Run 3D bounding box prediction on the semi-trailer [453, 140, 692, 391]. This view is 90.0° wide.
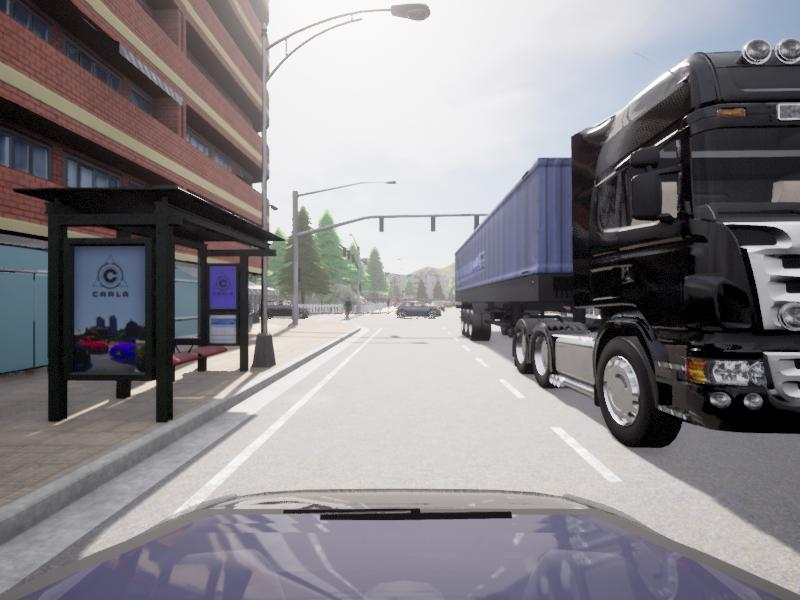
[{"bbox_3d":[3.960,-0.618,14.165,2.717,4.402,14.254,0,0,2],"label":"semi-trailer"}]

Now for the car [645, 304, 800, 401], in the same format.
[{"bbox_3d":[7.280,0.845,8.035,1.837,1.490,4.892,0,0,2],"label":"car"}]

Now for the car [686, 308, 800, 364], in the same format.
[{"bbox_3d":[10.890,0.944,11.627,1.895,1.301,4.718,0,0,2],"label":"car"}]

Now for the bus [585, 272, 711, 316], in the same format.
[{"bbox_3d":[24.878,-0.589,40.654,10.273,4.253,3.944,0,0,1],"label":"bus"}]

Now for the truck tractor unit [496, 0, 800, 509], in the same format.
[{"bbox_3d":[3.726,-0.516,6.257,3.053,4.208,6.516,0,0,2],"label":"truck tractor unit"}]

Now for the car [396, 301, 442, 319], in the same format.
[{"bbox_3d":[1.569,0.828,34.175,3.806,1.475,1.970,0,0,0],"label":"car"}]

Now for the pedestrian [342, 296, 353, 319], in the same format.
[{"bbox_3d":[-4.185,0.586,32.060,0.751,1.860,0.751,0,0,3],"label":"pedestrian"}]

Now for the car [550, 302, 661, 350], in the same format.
[{"bbox_3d":[7.494,0.845,15.241,1.837,1.490,4.892,0,0,2],"label":"car"}]

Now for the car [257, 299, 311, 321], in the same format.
[{"bbox_3d":[-8.726,0.754,30.392,3.705,1.549,1.789,1,0,-8],"label":"car"}]
